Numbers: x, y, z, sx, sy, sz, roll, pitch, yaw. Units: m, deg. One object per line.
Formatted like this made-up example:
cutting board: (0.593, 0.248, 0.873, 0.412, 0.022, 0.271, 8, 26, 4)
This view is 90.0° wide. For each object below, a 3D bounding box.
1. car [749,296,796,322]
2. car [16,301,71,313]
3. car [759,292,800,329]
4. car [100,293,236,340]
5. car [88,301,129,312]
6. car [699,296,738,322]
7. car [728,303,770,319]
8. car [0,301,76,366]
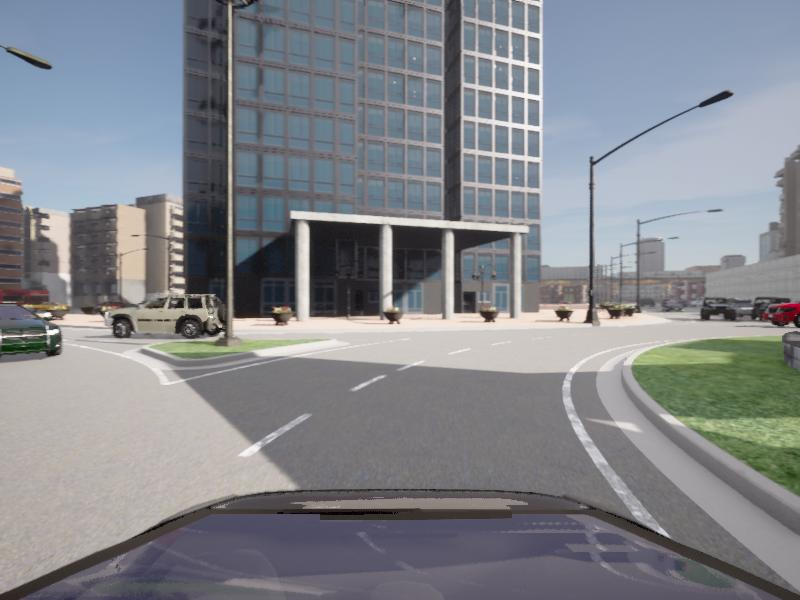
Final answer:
car: (29.008, 0.675, 31.287, 1.905, 1.878, 3.866, 0, 0, 30)
car: (-48.817, 0.915, 54.992, 1.801, 1.575, 5.366, 0, -1, 22)
car: (24.421, 0.594, 22.809, 5.566, 2.045, 2.150, 0, 0, 13)
car: (-9.581, 0.635, 16.786, 4.605, 1.855, 1.932, 0, 1, 3)
car: (-45.599, 1.004, 62.764, 2.033, 1.649, 4.856, 0, -1, 23)
car: (25.376, 0.670, 31.998, 1.905, 1.878, 3.866, 0, 0, 30)
car: (32.234, 0.976, 37.118, 1.895, 1.301, 4.718, 0, 0, 27)
car: (-11.473, 0.807, 11.411, 4.974, 1.542, 2.038, 0, 0, 33)
